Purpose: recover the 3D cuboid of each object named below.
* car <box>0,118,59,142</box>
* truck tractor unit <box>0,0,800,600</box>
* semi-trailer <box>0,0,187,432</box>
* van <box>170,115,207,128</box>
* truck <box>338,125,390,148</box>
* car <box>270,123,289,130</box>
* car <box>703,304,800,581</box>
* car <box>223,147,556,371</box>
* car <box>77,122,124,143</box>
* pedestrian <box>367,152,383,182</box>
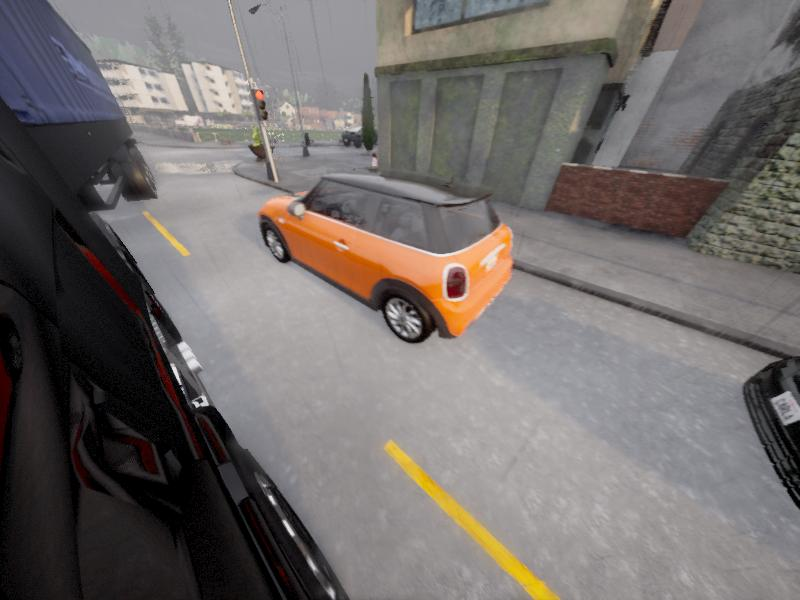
[{"bbox_3d":[-32.613,-15.099,20.463,4.902,1.511,2.128,28,44,30],"label":"car"},{"bbox_3d":[-2.645,-0.295,0.352,6.516,4.208,3.053,28,44,30],"label":"truck tractor unit"},{"bbox_3d":[-7.997,-4.011,4.805,2.717,4.402,14.254,-26,45,-32],"label":"semi-trailer"},{"bbox_3d":[-55.300,-46.736,60.492,2.351,2.431,6.366,28,44,30],"label":"van"},{"bbox_3d":[-4.264,-20.240,28.655,2.390,2.098,6.274,28,44,30],"label":"truck"},{"bbox_3d":[-39.693,-57.191,76.123,2.033,1.649,4.856,28,43,30],"label":"car"},{"bbox_3d":[4.536,1.453,0.662,3.988,1.617,1.851,28,44,30],"label":"car"},{"bbox_3d":[-0.519,-1.296,3.853,4.553,1.767,2.097,28,44,30],"label":"car"},{"bbox_3d":[-28.499,-15.947,21.979,4.181,1.385,1.994,28,43,29],"label":"car"},{"bbox_3d":[-1.133,-6.090,10.581,0.500,1.100,0.500,25,42,27],"label":"pedestrian"}]
